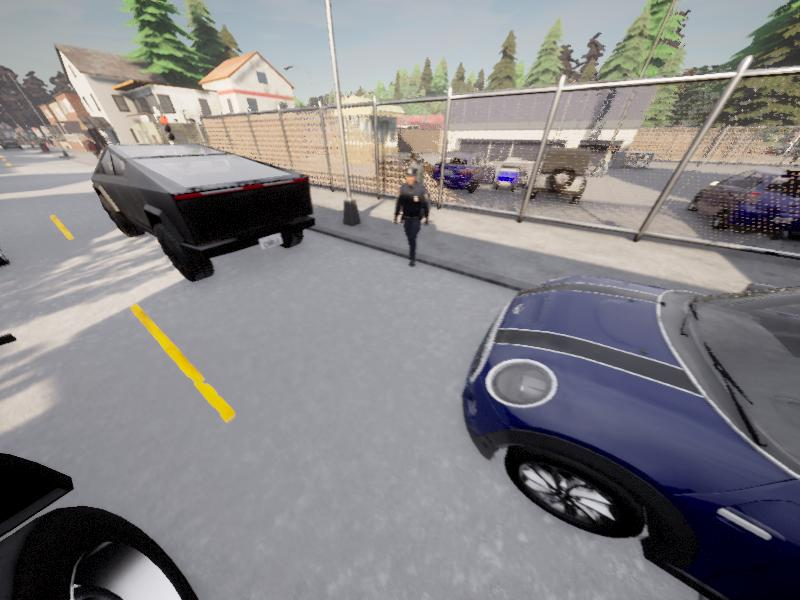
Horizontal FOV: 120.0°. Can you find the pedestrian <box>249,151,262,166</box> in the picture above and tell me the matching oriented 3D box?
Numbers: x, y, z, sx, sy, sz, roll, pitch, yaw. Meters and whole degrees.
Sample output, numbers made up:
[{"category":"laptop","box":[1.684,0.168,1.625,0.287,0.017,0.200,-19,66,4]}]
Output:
[{"category":"pedestrian","box":[-13.297,-13.016,21.275,0.500,1.100,0.500,25,42,30]}]

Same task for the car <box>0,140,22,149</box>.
[{"category":"car","box":[-79.323,-31.612,46.916,4.181,1.385,1.994,22,40,27]}]

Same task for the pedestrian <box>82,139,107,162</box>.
[{"category":"pedestrian","box":[-30.087,-14.776,22.775,0.751,1.860,0.751,28,44,33]}]

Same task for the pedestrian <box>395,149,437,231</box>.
[{"category":"pedestrian","box":[0.397,-3.002,6.337,0.751,1.860,0.751,-27,44,-33]}]

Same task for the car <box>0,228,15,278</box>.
[{"category":"car","box":[-9.894,-1.272,4.445,4.181,1.385,1.994,22,40,27]}]

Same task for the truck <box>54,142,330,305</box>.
[{"category":"truck","box":[-4.884,-2.367,5.407,6.274,2.098,2.390,22,40,27]}]

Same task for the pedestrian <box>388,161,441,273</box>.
[{"category":"pedestrian","box":[0.261,-1.563,4.475,0.751,1.860,0.751,10,36,13]}]

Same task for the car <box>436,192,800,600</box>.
[{"category":"car","box":[2.796,0.801,1.242,4.553,1.767,2.097,22,40,27]}]

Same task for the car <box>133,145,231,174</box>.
[{"category":"car","box":[-17.169,-11.428,18.560,1.930,1.638,5.238,25,42,31]}]

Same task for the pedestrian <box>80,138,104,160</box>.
[{"category":"pedestrian","box":[-31.815,-15.565,23.879,0.751,1.860,0.751,26,43,32]}]

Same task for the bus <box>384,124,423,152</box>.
[{"category":"bus","box":[0.543,-34.913,49.739,3.944,4.253,10.273,-18,39,-18]}]
